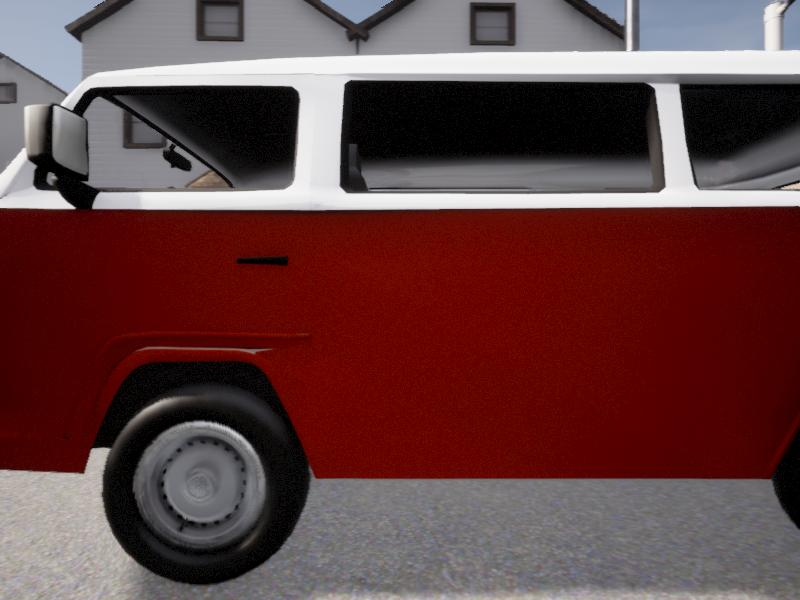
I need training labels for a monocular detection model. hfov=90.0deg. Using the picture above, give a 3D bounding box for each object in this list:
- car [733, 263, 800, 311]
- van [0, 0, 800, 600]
[{"bbox_3d":[17.477,-0.388,16.953,2.033,1.411,5.357,0,15,-2],"label":"car"},{"bbox_3d":[0.478,-0.029,2.199,4.480,2.038,2.069,0,0,0],"label":"van"}]
